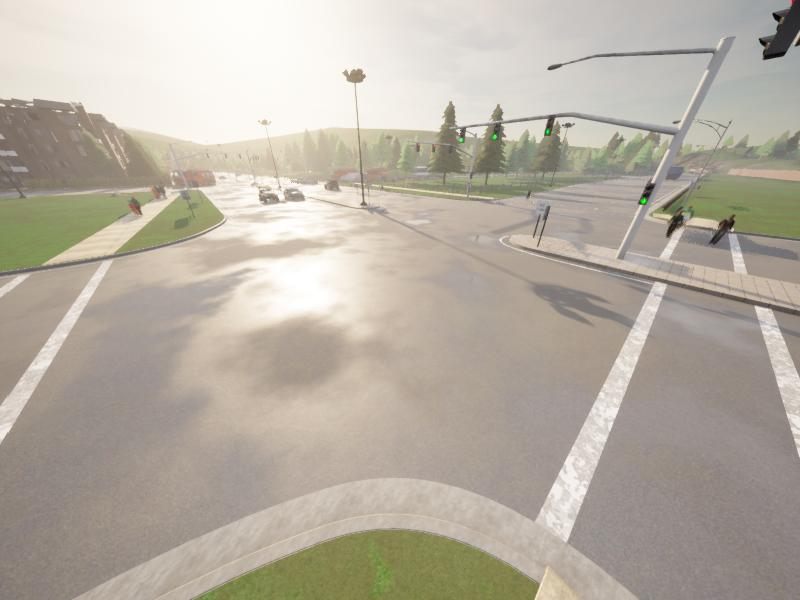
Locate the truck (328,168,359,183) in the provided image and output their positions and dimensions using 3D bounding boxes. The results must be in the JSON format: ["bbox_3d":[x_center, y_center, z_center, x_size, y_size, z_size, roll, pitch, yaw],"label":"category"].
[{"bbox_3d":[-17.433,-38.817,71.767,8.468,3.827,2.891,-23,37,-34],"label":"truck"}]

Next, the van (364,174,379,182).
[{"bbox_3d":[-9.011,-39.266,74.388,4.442,1.987,1.775,-23,37,-34],"label":"van"}]

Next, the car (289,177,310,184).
[{"bbox_3d":[-29.365,-35.009,67.663,5.027,1.651,2.152,-23,37,-34],"label":"car"}]

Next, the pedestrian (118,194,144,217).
[{"bbox_3d":[-24.671,-8.702,21.224,0.751,1.860,0.751,-19,35,-30],"label":"pedestrian"}]

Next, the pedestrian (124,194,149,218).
[{"bbox_3d":[-23.636,-8.446,20.781,0.751,1.860,0.751,-21,36,-31],"label":"pedestrian"}]

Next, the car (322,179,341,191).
[{"bbox_3d":[-14.239,-23.961,47.996,1.905,1.878,3.866,-22,37,-34],"label":"car"}]

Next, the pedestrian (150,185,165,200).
[{"bbox_3d":[-33.438,-14.843,31.861,0.751,1.860,0.751,-20,35,-30],"label":"pedestrian"}]

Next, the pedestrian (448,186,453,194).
[{"bbox_3d":[8.583,-18.671,39.251,0.500,1.100,0.500,-20,36,-31],"label":"pedestrian"}]

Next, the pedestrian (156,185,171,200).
[{"bbox_3d":[-32.824,-14.947,32.041,0.751,1.860,0.751,-20,36,-31],"label":"pedestrian"}]

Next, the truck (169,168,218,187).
[{"bbox_3d":[-50.936,-30.530,57.412,2.891,3.827,8.468,6,31,10],"label":"truck"}]

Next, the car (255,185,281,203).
[{"bbox_3d":[-18.226,-14.605,31.793,1.905,1.878,3.866,-22,37,-34],"label":"car"}]

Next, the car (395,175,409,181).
[{"bbox_3d":[0.780,-43.168,81.631,4.892,1.490,1.837,-23,37,-34],"label":"car"}]

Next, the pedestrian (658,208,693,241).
[{"bbox_3d":[17.779,-4.903,14.949,0.751,1.860,0.751,-21,36,-32],"label":"pedestrian"}]

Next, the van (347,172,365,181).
[{"bbox_3d":[-15.541,-43.640,81.370,5.915,2.561,1.988,-23,37,-34],"label":"van"}]

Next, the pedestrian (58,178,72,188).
[{"bbox_3d":[-71.436,-24.863,49.216,0.751,1.860,0.751,-15,33,-25],"label":"pedestrian"}]

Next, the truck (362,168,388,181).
[{"bbox_3d":[-8.424,-42.600,78.318,8.468,3.827,2.891,-23,37,-34],"label":"truck"}]

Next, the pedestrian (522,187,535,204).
[{"bbox_3d":[16.520,-13.422,29.705,0.751,1.860,0.751,-20,35,-30],"label":"pedestrian"}]

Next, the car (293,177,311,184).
[{"bbox_3d":[-27.568,-33.563,64.968,3.988,1.617,1.851,-23,37,-34],"label":"car"}]

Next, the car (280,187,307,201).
[{"bbox_3d":[-15.740,-15.690,34.038,1.837,1.490,4.892,-22,37,-34],"label":"car"}]

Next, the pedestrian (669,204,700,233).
[{"bbox_3d":[20.448,-5.874,16.633,0.751,1.860,0.751,-24,38,-35],"label":"pedestrian"}]

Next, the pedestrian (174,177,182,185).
[{"bbox_3d":[-54.809,-29.383,57.045,0.751,1.860,0.751,16,34,26],"label":"pedestrian"}]

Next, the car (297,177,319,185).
[{"bbox_3d":[-24.991,-32.409,62.852,4.856,1.649,2.033,-23,37,-34],"label":"car"}]

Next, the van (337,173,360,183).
[{"bbox_3d":[-15.395,-36.781,69.636,6.366,2.431,2.351,-23,37,-34],"label":"van"}]

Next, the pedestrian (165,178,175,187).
[{"bbox_3d":[-54.117,-27.622,54.350,0.751,1.860,0.751,-1,30,-1],"label":"pedestrian"}]

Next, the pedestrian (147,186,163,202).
[{"bbox_3d":[-32.212,-13.989,30.381,0.751,1.860,0.751,-20,35,-30],"label":"pedestrian"}]

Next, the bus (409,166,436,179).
[{"bbox_3d":[8.893,-49.974,90.663,10.273,4.253,3.944,-23,37,-34],"label":"bus"}]

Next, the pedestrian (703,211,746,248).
[{"bbox_3d":[19.126,-4.170,13.679,0.751,1.860,0.751,-25,38,-36],"label":"pedestrian"}]
